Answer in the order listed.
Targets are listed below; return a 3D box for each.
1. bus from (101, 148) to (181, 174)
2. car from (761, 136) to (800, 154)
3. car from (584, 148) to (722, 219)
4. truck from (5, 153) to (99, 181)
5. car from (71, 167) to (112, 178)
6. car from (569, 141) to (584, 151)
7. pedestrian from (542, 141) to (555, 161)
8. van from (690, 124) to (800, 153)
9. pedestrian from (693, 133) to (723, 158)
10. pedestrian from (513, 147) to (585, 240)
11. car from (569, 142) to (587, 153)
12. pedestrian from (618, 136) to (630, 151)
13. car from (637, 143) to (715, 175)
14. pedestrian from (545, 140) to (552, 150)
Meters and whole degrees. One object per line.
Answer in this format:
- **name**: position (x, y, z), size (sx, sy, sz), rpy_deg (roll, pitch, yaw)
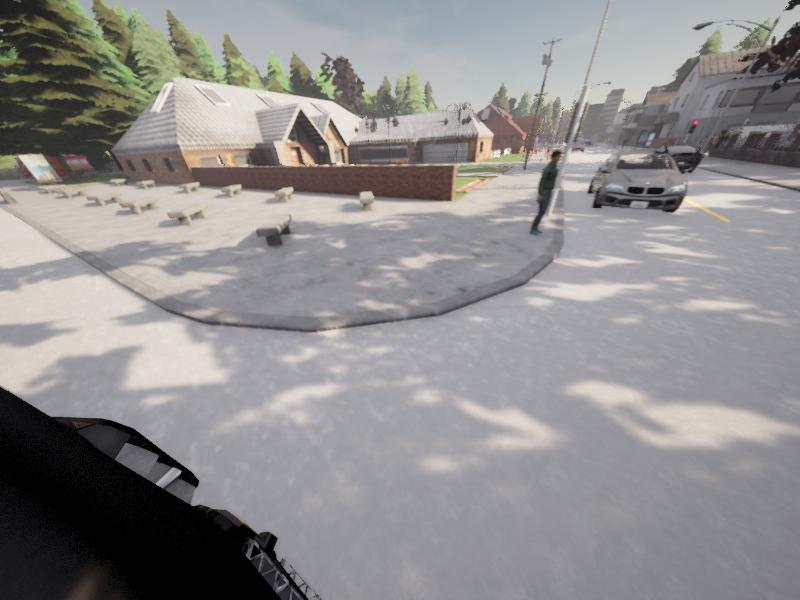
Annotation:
- **bus**: position (-56.940, -31.058, 51.364), size (3.944, 4.253, 10.273), rpy_deg (16, 38, 26)
- **car**: position (40.803, -15.330, 22.671), size (5.357, 1.411, 2.033), rpy_deg (17, 38, 27)
- **car**: position (8.699, -4.565, 8.642), size (2.242, 1.667, 4.611), rpy_deg (16, 38, 26)
- **truck**: position (-63.346, -24.583, 42.502), size (2.891, 3.827, 8.468), rpy_deg (16, 38, 26)
- **car**: position (-58.255, -24.158, 43.690), size (1.994, 1.385, 4.181), rpy_deg (16, 38, 26)
- **car**: position (34.572, -30.300, 45.422), size (1.851, 1.617, 3.988), rpy_deg (16, 38, 26)
- **pedestrian**: position (16.578, -16.679, 25.844), size (0.751, 1.860, 0.751), rpy_deg (17, 38, 27)
- **van**: position (39.410, -18.631, 26.798), size (6.366, 2.431, 2.351), rpy_deg (16, 38, 26)
- **pedestrian**: position (28.008, -14.040, 21.033), size (0.751, 1.860, 0.751), rpy_deg (16, 38, 25)
- **pedestrian**: position (3.490, -2.521, 5.541), size (0.751, 1.860, 0.751), rpy_deg (-26, 40, -31)
- **car**: position (31.099, -26.698, 40.486), size (1.994, 1.385, 4.181), rpy_deg (16, 38, 26)
- **pedestrian**: position (35.754, -24.920, 36.819), size (0.751, 1.860, 0.751), rpy_deg (23, 41, 33)
- **car**: position (18.260, -9.629, 15.656), size (1.882, 1.535, 5.008), rpy_deg (16, 38, 26)
- **pedestrian**: position (32.893, -34.369, 51.196), size (0.751, 1.860, 0.751), rpy_deg (22, 41, 32)
